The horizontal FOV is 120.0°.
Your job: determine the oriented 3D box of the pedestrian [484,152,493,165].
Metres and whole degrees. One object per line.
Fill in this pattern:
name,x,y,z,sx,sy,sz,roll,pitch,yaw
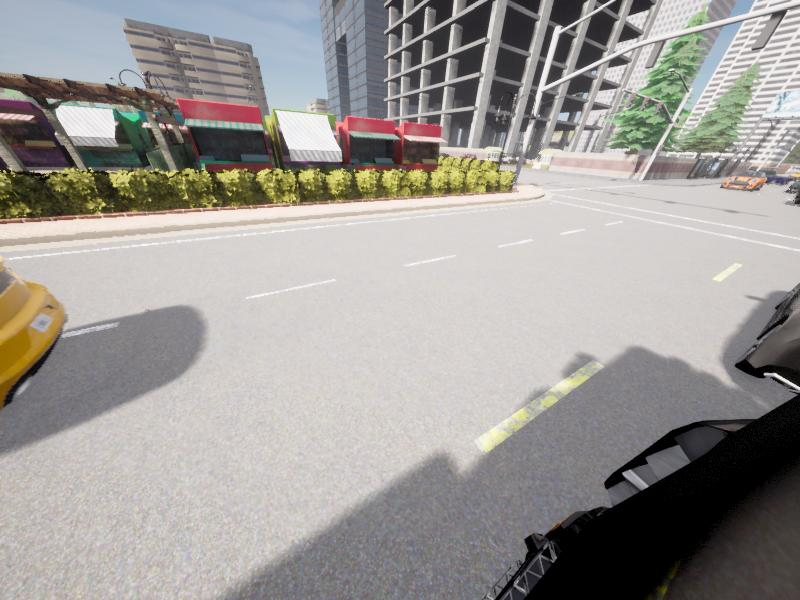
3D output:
pedestrian,15.392,-24.629,40.144,0.751,1.860,0.751,-15,38,-25

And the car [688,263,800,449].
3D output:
car,6.038,0.331,2.553,4.902,1.511,2.128,-15,38,-25

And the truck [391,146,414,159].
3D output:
truck,0.512,-33.955,53.144,2.390,2.098,6.274,-16,38,-26

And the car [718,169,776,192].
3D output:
car,35.162,-12.202,23.435,4.553,1.767,2.097,-15,38,-25

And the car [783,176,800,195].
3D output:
car,39.909,-11.160,22.504,4.892,1.490,1.837,-15,38,-25

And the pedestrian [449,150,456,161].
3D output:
pedestrian,10.819,-29.974,47.844,0.751,1.860,0.751,-15,38,-25

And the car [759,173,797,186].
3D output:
car,52.551,-16.761,32.102,4.718,1.301,1.895,-15,38,-25

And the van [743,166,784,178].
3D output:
van,82.490,-29.155,52.467,1.775,1.987,4.442,-15,38,-25

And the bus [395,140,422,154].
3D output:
bus,3.538,-61.991,93.758,10.273,4.253,3.944,-15,38,-25

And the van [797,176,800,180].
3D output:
van,86.420,-25.333,46.476,1.988,2.561,5.915,-15,38,-25

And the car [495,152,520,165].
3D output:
car,21.123,-27.827,45.456,1.905,1.878,3.866,-15,38,-25

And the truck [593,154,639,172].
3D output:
truck,40.800,-26.067,43.859,2.615,2.467,5.204,-15,38,-25

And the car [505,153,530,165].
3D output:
car,23.685,-28.532,46.717,1.905,1.878,3.866,-15,38,-25

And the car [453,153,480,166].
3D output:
car,10.931,-23.238,38.251,1.851,1.617,3.988,-16,38,-26

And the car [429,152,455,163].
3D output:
car,7.666,-26.492,42.963,1.882,1.535,5.008,-16,38,-26

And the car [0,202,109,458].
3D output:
car,-5.426,0.848,0.861,5.008,1.535,1.882,-21,41,-32

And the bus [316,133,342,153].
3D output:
bus,-19.836,-43.813,64.461,3.944,4.253,10.273,-16,38,-26

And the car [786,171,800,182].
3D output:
car,73.239,-22.529,42.176,5.008,1.535,1.882,-15,38,-25

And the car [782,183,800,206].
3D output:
car,29.401,-6.902,15.100,5.238,1.638,1.930,0,34,-5

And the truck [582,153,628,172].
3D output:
truck,37.044,-25.034,42.011,2.615,2.467,5.204,-15,38,-25

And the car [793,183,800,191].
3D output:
car,46.194,-12.883,25.587,4.892,1.490,1.837,-15,38,-25

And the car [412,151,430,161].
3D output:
car,4.332,-29.868,47.776,1.789,1.549,3.705,-16,38,-26
